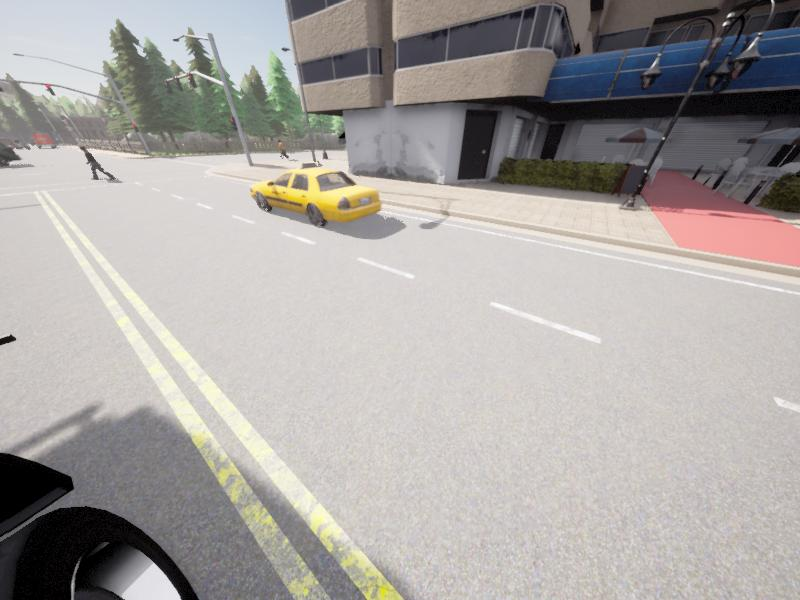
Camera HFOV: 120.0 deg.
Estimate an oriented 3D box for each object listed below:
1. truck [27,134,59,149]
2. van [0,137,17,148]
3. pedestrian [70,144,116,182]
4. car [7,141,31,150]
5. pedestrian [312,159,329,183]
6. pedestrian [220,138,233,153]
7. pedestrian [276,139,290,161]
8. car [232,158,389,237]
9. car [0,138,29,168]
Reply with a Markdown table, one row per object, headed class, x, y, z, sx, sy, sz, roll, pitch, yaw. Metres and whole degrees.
| class | x | y | z | sx | sy | sz | roll | pitch | yaw |
| --- | --- | --- | --- | --- | --- | --- | --- | --- | --- |
| truck | -76.982 | -34.248 | 49.855 | 5.204 | 2.467 | 2.627 | 22 | 41 | 28 |
| van | -88.817 | -34.916 | 51.147 | 1.775 | 1.987 | 4.442 | -17 | 38 | -21 |
| pedestrian | -17.788 | -7.944 | 13.413 | 0.751 | 1.860 | 0.751 | 22 | 41 | 28 |
| car | -76.177 | -30.997 | 46.206 | 4.181 | 1.385 | 1.994 | 23 | 41 | 28 |
| pedestrian | -4.363 | -7.116 | 12.726 | 0.500 | 1.100 | 0.500 | -30 | 45 | -35 |
| pedestrian | -25.672 | -22.891 | 34.218 | 0.751 | 1.860 | 0.751 | 23 | 41 | 29 |
| pedestrian | -11.761 | -15.043 | 23.173 | 0.751 | 1.860 | 0.751 | -14 | 38 | -20 |
| car | -3.081 | -3.693 | 7.766 | 5.366 | 1.575 | 1.801 | 22 | 41 | 28 |
| car | -35.047 | -11.619 | 18.333 | 2.150 | 2.045 | 5.566 | 22 | 40 | 28 |
